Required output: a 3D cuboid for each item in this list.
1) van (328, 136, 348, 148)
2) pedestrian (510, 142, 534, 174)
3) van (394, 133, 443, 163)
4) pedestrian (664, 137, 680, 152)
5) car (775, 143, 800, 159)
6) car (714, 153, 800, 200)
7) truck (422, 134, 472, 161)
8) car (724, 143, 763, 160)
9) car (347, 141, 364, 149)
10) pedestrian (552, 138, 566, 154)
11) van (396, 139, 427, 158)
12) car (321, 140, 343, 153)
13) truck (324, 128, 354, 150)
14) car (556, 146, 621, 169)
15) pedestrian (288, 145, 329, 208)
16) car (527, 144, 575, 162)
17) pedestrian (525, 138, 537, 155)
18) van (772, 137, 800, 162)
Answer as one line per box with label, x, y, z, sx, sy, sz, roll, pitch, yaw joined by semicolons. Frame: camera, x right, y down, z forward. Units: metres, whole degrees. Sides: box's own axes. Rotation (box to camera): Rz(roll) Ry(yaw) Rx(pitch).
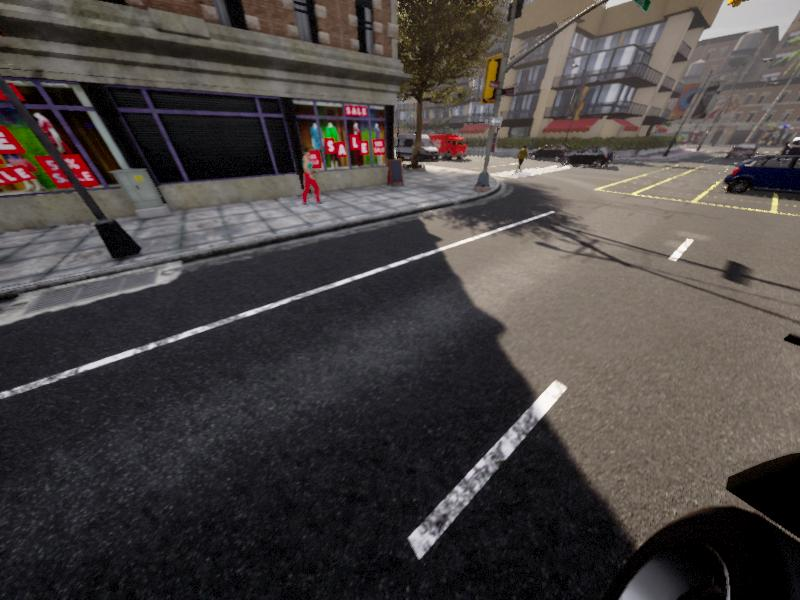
van;-16.375;-41.558;60.780;2.351;2.431;6.366;-24;41;-29
pedestrian;8.688;-10.107;16.486;0.751;1.860;0.751;-23;41;-29
van;1.907;-17.441;26.382;1.988;2.561;5.915;-24;42;-29
pedestrian;40.142;-22.923;34.102;0.751;1.860;0.751;-24;41;-29
car;46.343;-17.572;27.138;4.674;1.442;1.812;-23;41;-29
car;17.111;-5.376;10.022;1.789;1.549;3.705;-23;41;-29
truck;5.408;-18.104;27.353;2.627;2.467;5.204;-24;41;-29
car;39.554;-17.161;26.614;4.674;1.442;1.812;-23;41;-29
car;-10.537;-36.675;54.667;2.007;1.525;4.514;-24;41;-29
pedestrian;21.896;-21.216;31.840;0.751;1.860;0.751;-27;43;-32
van;1.518;-20.894;31.756;1.775;1.987;4.442;-24;41;-29
car;-12.454;-28.169;42.345;2.097;1.767;4.553;-23;41;-29
truck;-13.980;-36.916;52.982;2.891;3.827;8.468;-24;41;-29
car;16.207;-12.463;20.085;1.845;1.501;3.633;-20;40;-26
pedestrian;-3.180;-4.335;8.150;0.751;1.860;0.751;-24;41;-29
car;16.348;-16.081;25.186;1.789;1.549;3.705;-24;41;-29
pedestrian;17.674;-20.721;31.176;0.751;1.860;0.751;27;43;33
van;41.142;-15.575;23.837;4.480;2.038;2.069;-23;41;-29
